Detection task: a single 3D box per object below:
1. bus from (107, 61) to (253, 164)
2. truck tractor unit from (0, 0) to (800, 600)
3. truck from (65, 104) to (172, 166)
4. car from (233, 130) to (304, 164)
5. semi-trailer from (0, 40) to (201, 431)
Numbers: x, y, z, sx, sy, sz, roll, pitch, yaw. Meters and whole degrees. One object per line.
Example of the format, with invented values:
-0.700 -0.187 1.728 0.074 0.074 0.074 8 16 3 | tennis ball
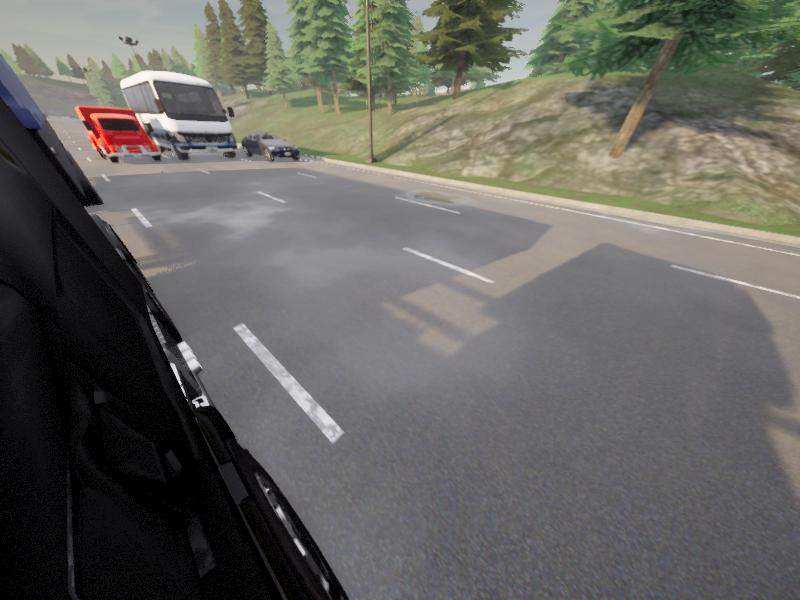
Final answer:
-15.275 -12.605 16.029 10.273 4.253 3.944 28 43 30 | bus
-2.645 -0.295 0.351 6.516 4.208 3.053 28 44 30 | truck tractor unit
-16.203 -9.547 13.348 5.204 2.467 2.627 28 43 30 | truck
-9.397 -11.016 16.497 5.027 1.651 2.152 28 43 30 | car
-8.697 -3.604 4.231 14.254 4.402 2.717 28 43 30 | semi-trailer
